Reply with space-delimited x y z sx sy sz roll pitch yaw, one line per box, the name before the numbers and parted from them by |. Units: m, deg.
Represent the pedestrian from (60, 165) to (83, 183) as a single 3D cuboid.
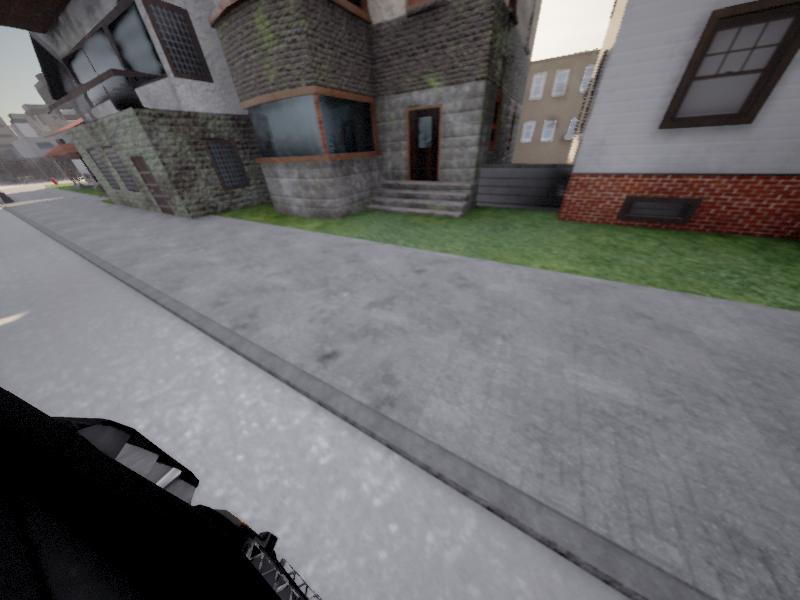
pedestrian | -41.525 -15.930 29.220 0.751 1.860 0.751 16 38 26
